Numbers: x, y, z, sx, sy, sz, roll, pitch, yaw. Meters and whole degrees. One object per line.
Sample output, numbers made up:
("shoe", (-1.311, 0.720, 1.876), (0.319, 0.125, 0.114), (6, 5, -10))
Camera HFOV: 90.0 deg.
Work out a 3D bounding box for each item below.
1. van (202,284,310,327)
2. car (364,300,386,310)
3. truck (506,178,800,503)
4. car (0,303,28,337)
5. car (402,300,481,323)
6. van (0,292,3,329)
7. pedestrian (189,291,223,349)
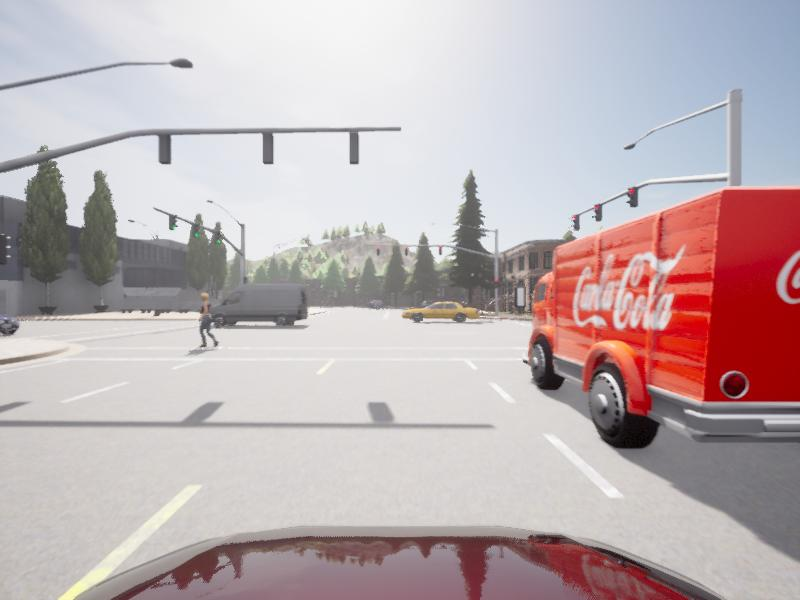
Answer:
("van", (-8.665, 0.315, 24.500), (5.915, 2.561, 1.988), (0, 0, 0))
("car", (-4.389, 0.762, 68.429), (2.152, 1.651, 5.027), (0, 0, -24))
("truck", (3.501, 0.342, 5.646), (2.627, 2.467, 5.204), (0, -1, 0))
("car", (-19.362, 0.865, 17.432), (4.674, 1.442, 1.812), (0, 0, 1))
("car", (2.803, 0.794, 28.005), (5.366, 1.575, 1.801), (0, 0, 0))
("van", (-24.099, 0.565, 20.976), (4.480, 2.038, 2.069), (0, 0, 0))
("pedestrian", (-6.325, 0.633, 13.072), (0.751, 1.860, 0.751), (0, 0, 1))
